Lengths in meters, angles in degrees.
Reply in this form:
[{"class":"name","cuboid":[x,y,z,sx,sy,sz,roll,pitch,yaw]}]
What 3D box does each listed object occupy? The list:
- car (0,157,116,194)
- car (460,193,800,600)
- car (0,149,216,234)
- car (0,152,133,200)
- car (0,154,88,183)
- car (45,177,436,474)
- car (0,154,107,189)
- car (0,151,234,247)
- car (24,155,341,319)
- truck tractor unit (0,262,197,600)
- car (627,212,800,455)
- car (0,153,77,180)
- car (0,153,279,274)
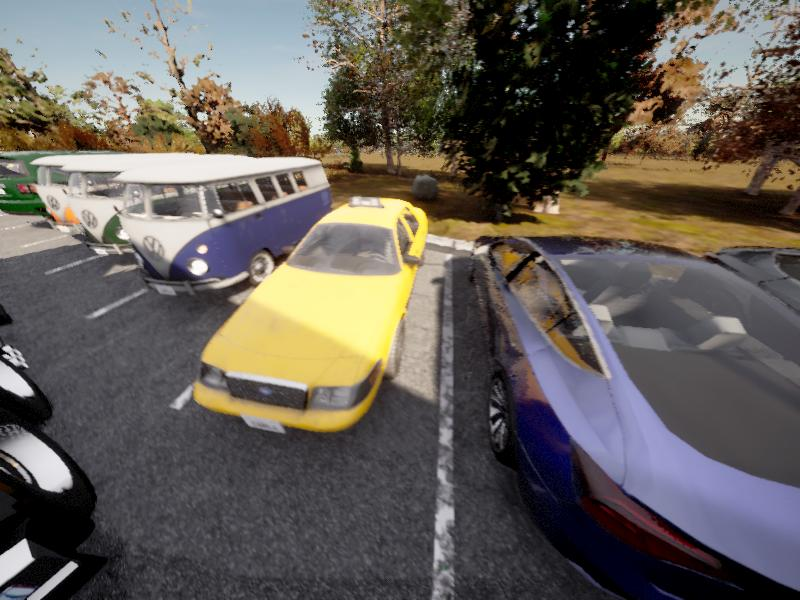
[{"class":"car","cuboid":[-21.487,-7.722,14.042,2.163,1.488,4.792,6,35,8]},{"class":"car","cuboid":[2.012,-0.035,2.761,2.163,1.488,4.792,6,34,9]},{"class":"car","cuboid":[-10.845,-4.487,8.796,2.435,2.045,5.566,6,35,9]},{"class":"car","cuboid":[-18.551,-6.919,12.588,2.185,1.767,4.553,6,35,8]},{"class":"car","cuboid":[-27.347,-9.687,16.876,2.231,1.521,4.892,6,35,9]},{"class":"car","cuboid":[-0.592,-0.786,3.804,1.946,1.575,5.366,6,35,8]},{"class":"car","cuboid":[-24.388,-8.832,15.614,1.946,1.575,5.366,6,34,9]},{"class":"car","cuboid":[-8.295,-3.540,7.451,1.878,1.987,4.442,6,35,8]},{"class":"car","cuboid":[-3.148,-1.853,4.975,1.878,1.987,4.442,6,35,8]},{"class":"truck tractor unit","cuboid":[-5.109,-0.301,0.789,6.516,4.208,3.053,18,39,24]},{"class":"car","cuboid":[4.581,0.841,1.475,2.163,1.488,4.792,6,35,8]},{"class":"car","cuboid":[-30.271,-10.659,18.300,2.231,1.521,4.892,6,35,8]},{"class":"car","cuboid":[-5.722,-2.697,6.214,1.878,1.987,4.442,6,35,8]}]
